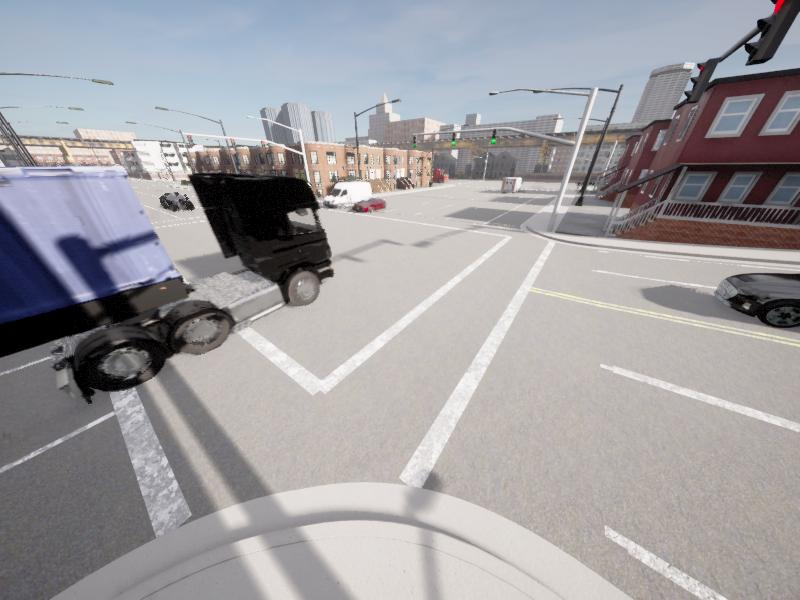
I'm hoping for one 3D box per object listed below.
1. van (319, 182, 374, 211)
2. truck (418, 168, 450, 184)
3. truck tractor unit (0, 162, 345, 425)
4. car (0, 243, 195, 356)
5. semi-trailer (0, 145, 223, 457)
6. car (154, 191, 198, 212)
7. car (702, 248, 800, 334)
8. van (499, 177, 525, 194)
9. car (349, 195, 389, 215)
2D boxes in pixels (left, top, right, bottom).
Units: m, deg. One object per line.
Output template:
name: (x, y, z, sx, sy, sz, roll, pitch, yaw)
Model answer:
van: (-5.983, -12.106, 26.731, 1.988, 2.561, 5.915, 25, 38, 35)
truck: (9.725, -36.000, 66.829, 8.468, 3.827, 2.891, 20, 36, 31)
truck tractor unit: (-5.284, -1.275, 6.282, 3.053, 4.208, 6.516, 20, 36, 31)
car: (-9.631, -0.374, 7.341, 1.851, 1.617, 3.988, 17, 34, 27)
semi-trailer: (-9.978, 1.827, 0.719, 2.717, 4.402, 14.254, 20, 36, 31)
car: (-25.064, -11.054, 25.804, 5.238, 1.638, 1.930, 20, 36, 31)
car: (12.056, 0.004, 5.797, 4.856, 1.649, 2.033, 15, 33, 33)
van: (20.517, -20.931, 42.126, 2.351, 2.431, 6.366, 20, 36, 31)
car: (-3.162, -10.160, 24.529, 1.994, 1.385, 4.181, 17, 34, 27)
